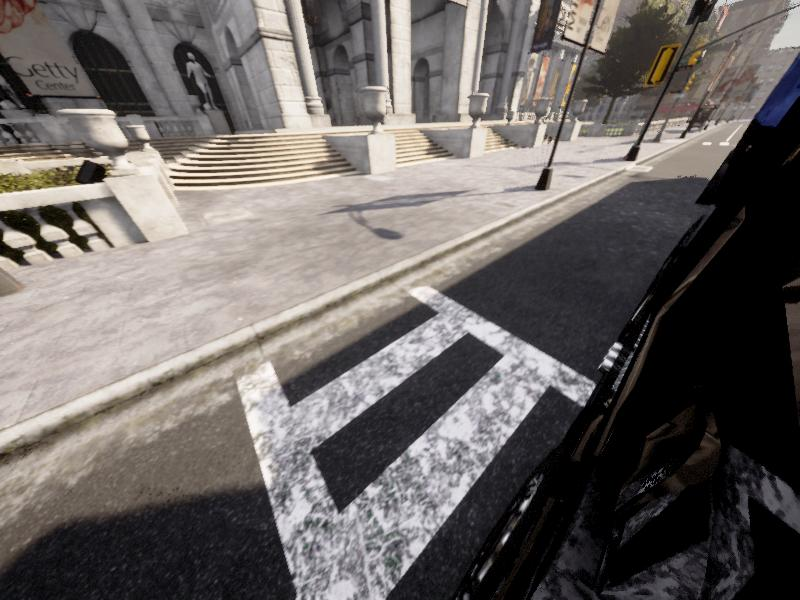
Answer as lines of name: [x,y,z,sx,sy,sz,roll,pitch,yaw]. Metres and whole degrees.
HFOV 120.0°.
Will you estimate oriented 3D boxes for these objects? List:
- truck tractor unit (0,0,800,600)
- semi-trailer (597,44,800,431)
truck tractor unit: [2.645,-0.295,0.351,6.516,4.208,3.053,-28,44,-30]
semi-trailer: [8.695,-3.604,4.235,14.254,4.402,2.717,-28,44,-30]
